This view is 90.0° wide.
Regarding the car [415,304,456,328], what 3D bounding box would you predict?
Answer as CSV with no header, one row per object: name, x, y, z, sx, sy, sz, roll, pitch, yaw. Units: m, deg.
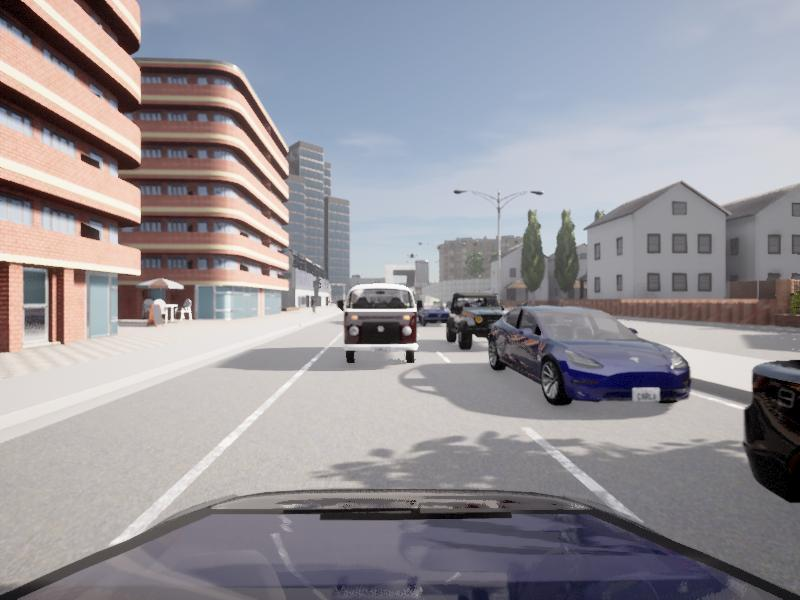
car,2.133,0.954,25.264,1.895,1.301,4.718,0,0,-3

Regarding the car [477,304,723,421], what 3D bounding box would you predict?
car,3.144,0.854,7.724,2.163,1.488,4.792,0,0,-3

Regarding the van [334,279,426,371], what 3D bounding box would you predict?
van,-0.564,0.580,11.229,2.069,2.038,4.480,0,-1,-3

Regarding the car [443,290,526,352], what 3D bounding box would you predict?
car,2.777,0.652,14.089,1.905,1.878,3.866,0,0,-3

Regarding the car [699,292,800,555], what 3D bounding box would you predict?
car,3.580,0.772,0.717,1.930,1.638,5.238,0,0,-4

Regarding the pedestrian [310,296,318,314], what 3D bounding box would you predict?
pedestrian,-8.916,0.503,41.336,0.751,1.860,0.751,0,0,-5

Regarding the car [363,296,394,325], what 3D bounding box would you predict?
car,-1.514,0.666,27.669,1.932,1.855,4.605,0,0,-4
